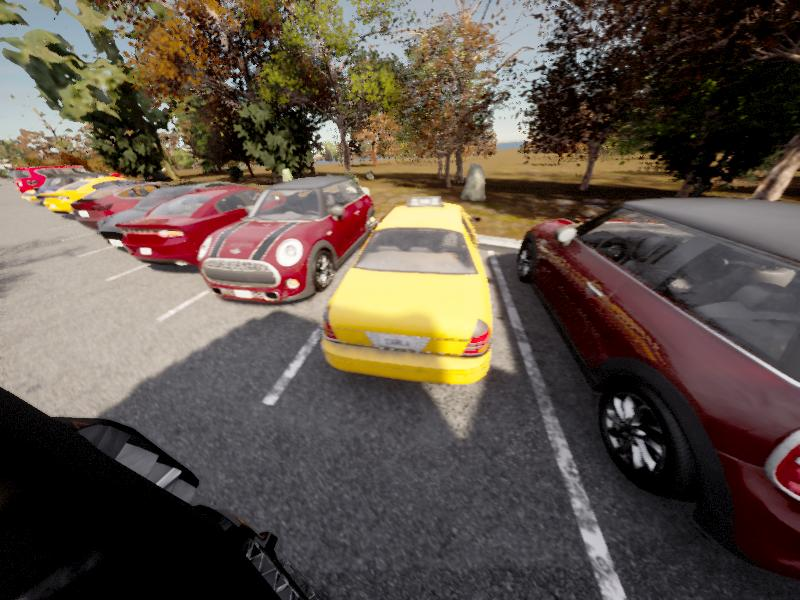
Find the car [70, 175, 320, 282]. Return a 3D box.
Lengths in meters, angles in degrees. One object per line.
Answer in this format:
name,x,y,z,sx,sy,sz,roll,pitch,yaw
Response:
car,-4.650,-2.442,6.608,2.097,1.535,5.008,5,33,11

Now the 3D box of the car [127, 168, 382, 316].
car,-2.108,-1.806,5.235,2.185,1.767,4.553,5,34,10

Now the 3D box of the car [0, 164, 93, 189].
car,-41.959,-14.831,27.607,2.435,2.045,5.566,6,34,13

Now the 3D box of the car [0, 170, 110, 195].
car,-32.092,-11.201,21.845,1.946,1.575,5.366,6,34,12

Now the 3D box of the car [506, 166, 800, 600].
car,2.964,-0.278,2.552,2.185,1.767,4.553,4,33,10

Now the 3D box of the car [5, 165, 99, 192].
car,-34.556,-12.252,23.210,1.878,1.987,4.442,6,34,12

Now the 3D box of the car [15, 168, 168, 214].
car,-17.189,-6.466,13.378,2.185,1.767,4.553,5,34,12

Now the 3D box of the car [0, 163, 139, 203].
car,-24.626,-9.048,17.598,2.435,2.045,5.566,6,34,13

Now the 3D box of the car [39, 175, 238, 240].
car,-9.679,-3.986,9.365,2.163,1.488,4.792,5,34,11

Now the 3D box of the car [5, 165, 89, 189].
car,-39.512,-13.904,26.070,1.878,1.987,4.442,6,34,12

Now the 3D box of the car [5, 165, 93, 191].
car,-37.035,-13.078,24.641,1.878,1.987,4.442,6,34,12

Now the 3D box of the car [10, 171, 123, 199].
car,-27.099,-9.606,19.131,2.163,1.488,4.792,6,34,12

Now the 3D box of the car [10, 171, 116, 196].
car,-29.569,-10.464,20.609,2.163,1.488,4.792,6,34,13

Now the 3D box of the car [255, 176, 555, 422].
car,0.458,-1.035,4.107,1.946,1.575,5.366,4,33,10

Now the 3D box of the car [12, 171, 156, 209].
car,-19.665,-7.183,14.873,2.231,1.521,4.892,5,34,12

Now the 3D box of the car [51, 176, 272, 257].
car,-7.169,-3.172,7.949,2.163,1.488,4.792,5,34,11

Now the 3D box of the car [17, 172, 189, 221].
car,-14.690,-5.570,12.070,2.097,1.535,5.008,5,34,12

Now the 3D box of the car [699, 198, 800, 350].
car,5.534,0.581,1.368,2.002,1.452,4.674,4,33,10

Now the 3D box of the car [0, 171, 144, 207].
car,-22.181,-7.905,16.137,1.946,1.575,5.366,6,34,12
